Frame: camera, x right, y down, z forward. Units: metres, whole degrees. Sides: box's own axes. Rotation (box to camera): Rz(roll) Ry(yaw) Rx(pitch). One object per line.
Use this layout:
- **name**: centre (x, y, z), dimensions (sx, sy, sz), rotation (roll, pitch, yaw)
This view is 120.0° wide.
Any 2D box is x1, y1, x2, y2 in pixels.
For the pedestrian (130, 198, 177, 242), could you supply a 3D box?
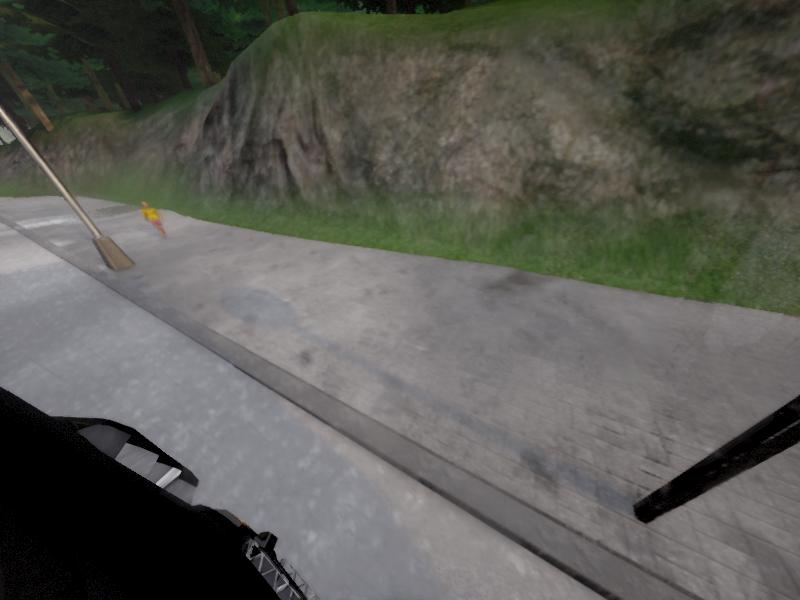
- **pedestrian**: centre (-7.242, -2.369, 6.821), dimensions (0.500, 1.100, 0.500), rotation (-30, 42, -34)
